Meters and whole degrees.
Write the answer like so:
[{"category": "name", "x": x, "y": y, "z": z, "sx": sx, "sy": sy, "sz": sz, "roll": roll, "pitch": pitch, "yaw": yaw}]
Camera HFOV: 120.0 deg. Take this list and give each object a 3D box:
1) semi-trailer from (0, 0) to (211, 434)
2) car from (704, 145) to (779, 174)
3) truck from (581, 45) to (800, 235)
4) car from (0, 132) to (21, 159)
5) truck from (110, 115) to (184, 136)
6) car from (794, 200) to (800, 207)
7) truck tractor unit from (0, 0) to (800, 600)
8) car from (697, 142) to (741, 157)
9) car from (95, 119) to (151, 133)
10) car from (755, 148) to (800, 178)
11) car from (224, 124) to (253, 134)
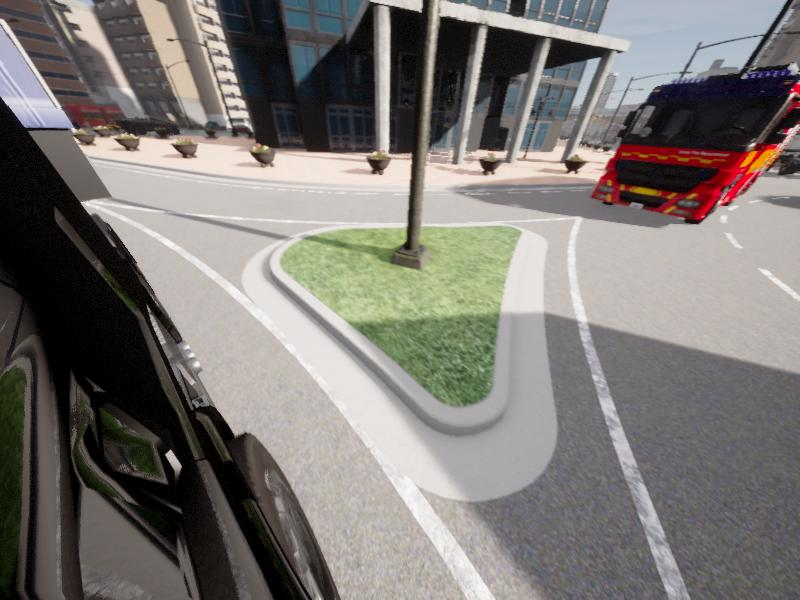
[{"category": "semi-trailer", "x": -9.286, "y": -3.123, "z": 3.542, "sx": 14.254, "sy": 4.402, "sz": 2.717, "roll": 21, "pitch": 40, "yaw": 22}, {"category": "car", "x": 31.404, "y": -13.152, "z": 21.513, "sx": 1.932, "sy": 1.855, "sz": 4.605, "roll": 20, "pitch": 40, "yaw": 22}, {"category": "truck", "x": 11.145, "y": -5.444, "z": 8.385, "sx": 8.468, "sy": 3.827, "sz": 2.891, "roll": -20, "pitch": 42, "yaw": -27}, {"category": "car", "x": -23.061, "y": -8.452, "z": 12.186, "sx": 3.633, "sy": 1.501, "sz": 1.845, "roll": 15, "pitch": 39, "yaw": 16}, {"category": "truck", "x": -34.808, "y": -24.186, "z": 32.207, "sx": 2.390, "sy": 2.098, "sz": 6.274, "roll": 16, "pitch": 38, "yaw": 17}, {"category": "car", "x": 20.477, "y": -4.864, "z": 10.064, "sx": 5.366, "sy": 1.575, "sz": 1.801, "roll": -12, "pitch": 39, "yaw": -19}, {"category": "truck tractor unit", "x": -2.645, "y": -0.295, "z": 0.351, "sx": 6.516, "sy": 4.208, "sz": 3.053, "roll": 28, "pitch": 44, "yaw": 30}, {"category": "car", "x": 58.412, "y": -27.828, "z": 42.557, "sx": 2.150, "sy": 2.045, "sz": 5.566, "roll": 16, "pitch": 39, "yaw": 17}, {"category": "car", "x": -43.738, "y": -27.631, "z": 36.702, "sx": 1.801, "sy": 1.575, "sz": 5.366, "roll": 15, "pitch": 38, "yaw": 16}, {"category": "car", "x": 34.330, "y": -11.950, "z": 20.082, "sx": 1.905, "sy": 1.878, "sz": 3.866, "roll": 20, "pitch": 41, "yaw": 22}, {"category": "car", "x": -36.312, "y": -38.460, "z": 51.991, "sx": 2.033, "sy": 1.649, "sz": 4.856, "roll": 15, "pitch": 38, "yaw": 16}]
